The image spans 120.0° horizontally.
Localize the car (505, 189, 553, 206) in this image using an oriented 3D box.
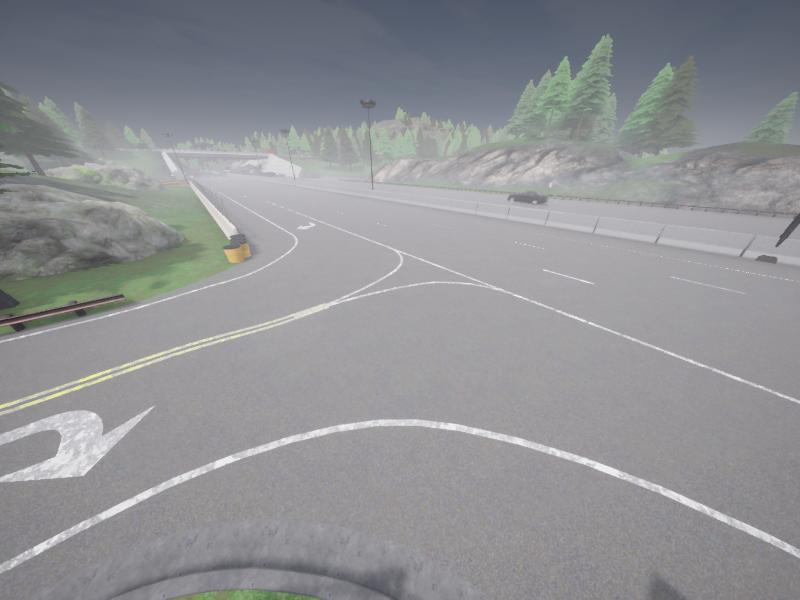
[{"bbox_3d":[17.094,-13.712,30.819,1.882,1.535,5.008,-23,37,-34],"label":"car"}]
